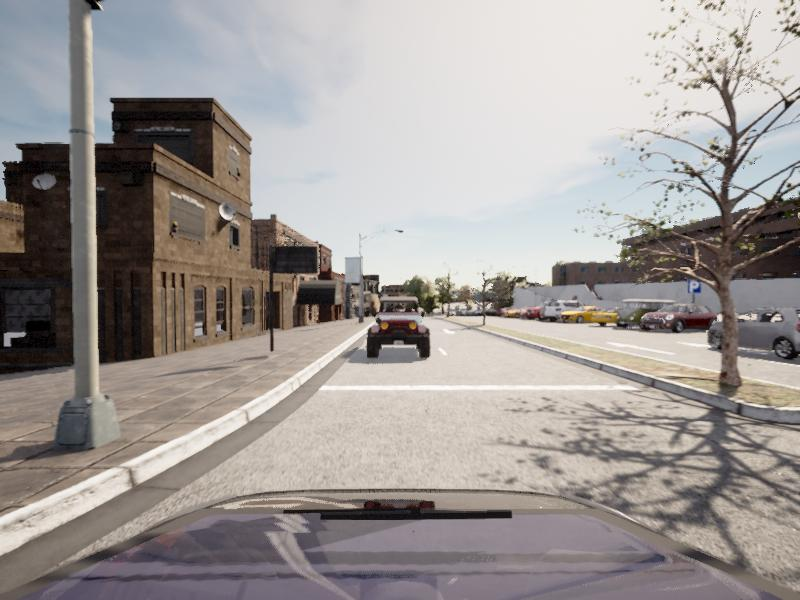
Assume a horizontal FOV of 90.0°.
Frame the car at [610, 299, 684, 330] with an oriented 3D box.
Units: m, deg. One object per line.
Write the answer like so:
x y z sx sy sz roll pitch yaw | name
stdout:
16.782 0.965 27.190 4.442 1.987 1.878 1 -1 -20 | car

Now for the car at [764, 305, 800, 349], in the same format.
16.733 1.009 15.252 5.366 1.575 1.946 1 -1 -20 | car

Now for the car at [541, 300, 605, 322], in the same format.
16.895 1.130 39.158 5.566 2.045 2.435 1 -1 -20 | car

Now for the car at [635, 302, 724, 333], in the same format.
16.924 1.024 24.263 4.553 1.767 2.185 1 -1 -20 | car

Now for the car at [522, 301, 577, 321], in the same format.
16.836 1.251 45.082 5.566 2.045 2.435 1 -1 -20 | car

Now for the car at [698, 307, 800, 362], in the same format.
11.841 0.983 12.848 1.845 1.501 3.633 0 -1 0 | car

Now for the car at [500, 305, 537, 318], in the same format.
16.872 1.693 57.005 4.553 1.767 2.185 1 -2 -20 | car

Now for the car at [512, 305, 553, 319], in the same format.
16.879 1.524 51.056 4.553 1.767 2.185 1 -2 -20 | car

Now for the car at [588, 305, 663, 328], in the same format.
17.055 1.238 30.277 5.366 1.575 1.946 1 -1 -20 | car

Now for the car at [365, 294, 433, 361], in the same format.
-0.037 0.824 13.196 1.905 1.878 3.866 0 -1 0 | car

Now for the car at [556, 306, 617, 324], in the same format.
16.877 1.330 36.163 5.008 1.535 2.097 1 -1 -20 | car

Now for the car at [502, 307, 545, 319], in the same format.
16.671 1.722 53.948 5.366 1.575 1.946 1 -2 -20 | car

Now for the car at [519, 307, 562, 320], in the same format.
16.856 1.612 48.067 4.674 1.452 2.002 1 -1 -20 | car

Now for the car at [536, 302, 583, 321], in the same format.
16.757 1.211 42.079 4.442 1.987 1.878 1 -1 -20 | car
